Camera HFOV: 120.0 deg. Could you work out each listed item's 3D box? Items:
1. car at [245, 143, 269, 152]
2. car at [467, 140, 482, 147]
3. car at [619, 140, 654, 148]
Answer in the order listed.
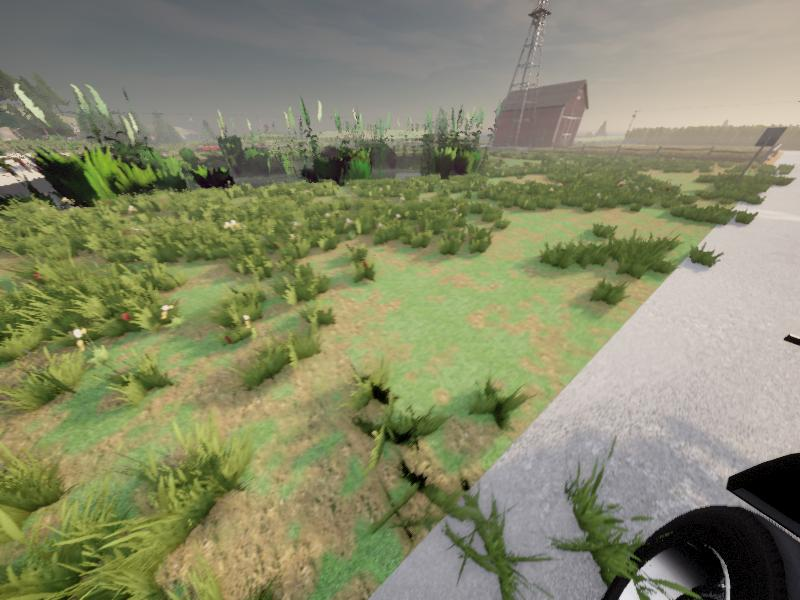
[{"bbox_3d":[-28.982,-30.977,46.883,3.806,1.475,1.970,-18,39,-24],"label":"car"},{"bbox_3d":[21.749,-45.652,67.362,3.806,1.475,1.970,-18,39,-24],"label":"car"},{"bbox_3d":[54.175,-35.858,52.997,2.038,1.542,4.974,-22,41,-28],"label":"car"}]
